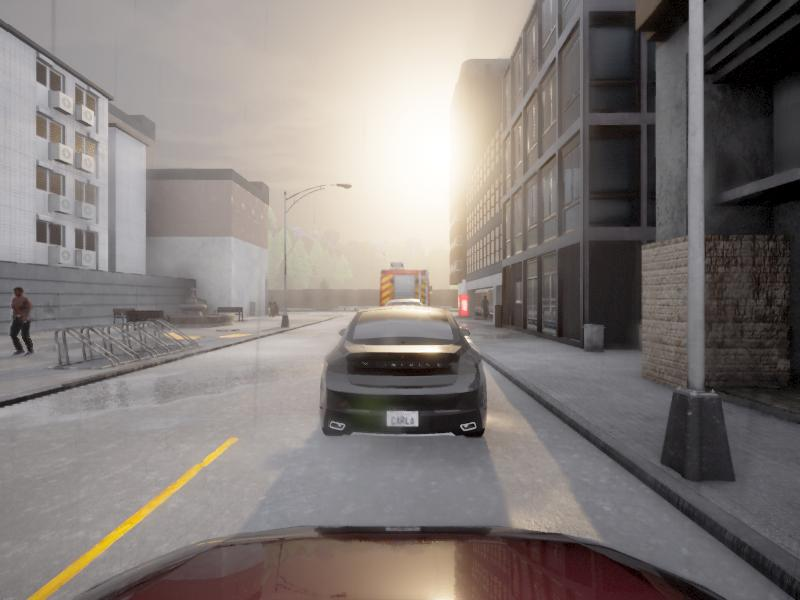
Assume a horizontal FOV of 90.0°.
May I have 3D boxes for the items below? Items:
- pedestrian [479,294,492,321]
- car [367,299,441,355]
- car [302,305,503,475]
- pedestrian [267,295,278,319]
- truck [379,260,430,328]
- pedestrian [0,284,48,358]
[{"bbox_3d":[6.097,0.533,28.606,0.751,1.860,0.751,0,0,2],"label":"pedestrian"},{"bbox_3d":[0.153,0.781,14.214,2.152,1.651,5.027,0,0,1],"label":"car"},{"bbox_3d":[0.063,0.845,6.103,1.837,1.490,4.892,0,0,1],"label":"car"},{"bbox_3d":[-10.279,0.547,32.223,0.751,1.860,0.751,0,0,-10],"label":"pedestrian"},{"bbox_3d":[0.319,-0.320,26.803,2.891,3.827,8.468,0,0,1],"label":"truck"},{"bbox_3d":[-9.849,0.533,10.385,0.751,1.860,0.751,0,0,-1],"label":"pedestrian"}]
